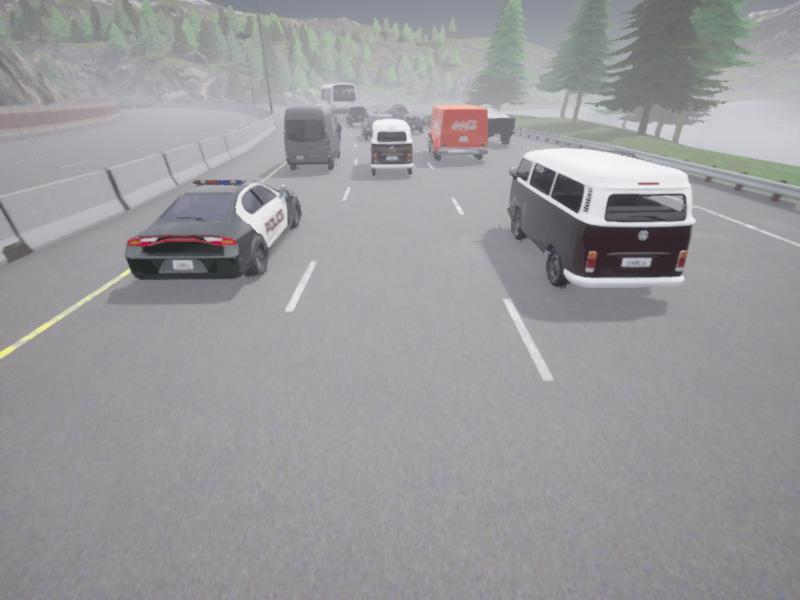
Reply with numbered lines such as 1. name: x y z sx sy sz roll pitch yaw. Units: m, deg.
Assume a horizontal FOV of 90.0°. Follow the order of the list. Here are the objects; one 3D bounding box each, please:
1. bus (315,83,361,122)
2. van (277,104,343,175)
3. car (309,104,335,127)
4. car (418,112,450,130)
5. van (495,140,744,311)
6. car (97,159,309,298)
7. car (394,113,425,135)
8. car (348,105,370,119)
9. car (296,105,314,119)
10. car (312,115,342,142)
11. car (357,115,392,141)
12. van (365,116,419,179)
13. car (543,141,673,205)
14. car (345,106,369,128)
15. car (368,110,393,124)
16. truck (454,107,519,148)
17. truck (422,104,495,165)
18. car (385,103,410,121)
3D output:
1. bus: -8.386 -26.234 52.936 3.944 4.253 10.273 -9 29 -16
2. van: -4.031 -7.845 19.090 1.988 2.561 5.915 -2 27 -3
3. car: -8.424 -19.867 42.986 2.150 2.045 5.566 -7 28 -13
4. car: 3.306 -17.738 39.501 1.895 1.301 4.718 -6 28 -10
5. van: 3.473 -1.761 7.717 2.069 2.038 4.480 -1 27 0
6. car: -3.532 -1.854 8.563 2.038 1.542 4.974 -1 27 0
7. car: 0.768 -15.340 34.698 1.816 1.474 4.193 -5 28 -9
8. car: -5.912 -26.781 56.920 2.007 1.525 4.514 -9 29 -17
9. car: -13.744 -27.235 57.837 1.851 1.617 3.988 -10 29 -18
10. car: -5.490 -13.033 30.270 2.007 1.525 4.514 -4 28 -8
11. car: -2.022 -13.300 30.749 2.128 1.511 4.902 -4 28 -8
12. van: -0.427 -6.849 17.653 2.069 2.038 4.480 -2 28 -3
13. car: 6.831 -4.553 13.892 1.895 1.301 4.718 -1 27 -2
14. car: -4.555 -19.249 41.903 1.905 1.878 3.866 -7 28 -12
15. car: -2.371 -21.583 47.043 1.895 1.301 4.718 -7 28 -13
16. truck: 5.596 -11.814 27.109 2.390 2.098 6.274 -3 27 -6
17. truck: 2.799 -8.815 20.950 2.627 2.467 5.204 -2 28 -4
18. car: -0.402 -24.458 51.947 1.932 1.855 4.605 -8 28 -15
